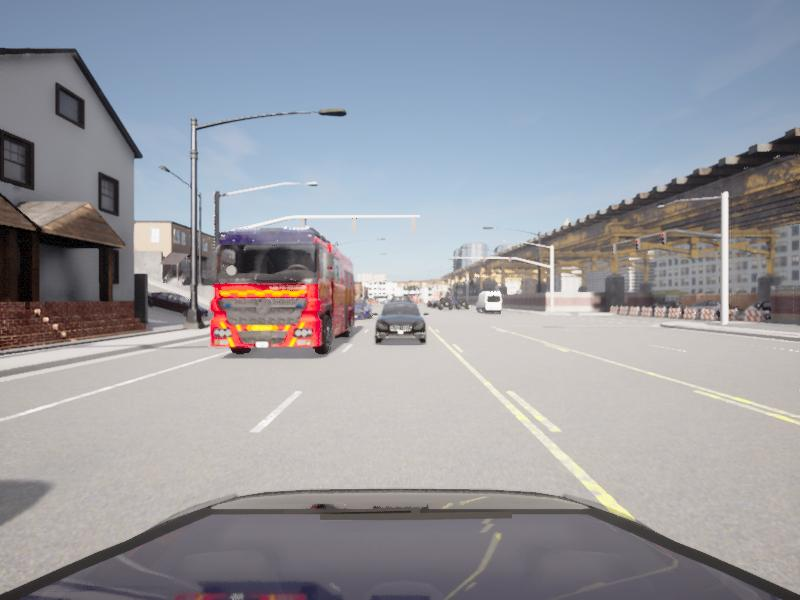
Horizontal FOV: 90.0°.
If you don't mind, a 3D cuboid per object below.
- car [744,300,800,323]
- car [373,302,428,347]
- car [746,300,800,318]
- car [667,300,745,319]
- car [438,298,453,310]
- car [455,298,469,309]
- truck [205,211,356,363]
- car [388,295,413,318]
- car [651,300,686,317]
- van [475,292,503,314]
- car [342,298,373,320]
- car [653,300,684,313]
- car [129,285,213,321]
[{"bbox_3d":[27.282,0.797,29.442,2.038,1.542,4.974,0,0,29],"label":"car"},{"bbox_3d":[0.028,0.846,15.843,1.837,1.490,4.892,0,0,0],"label":"car"},{"bbox_3d":[27.307,0.639,29.487,1.853,1.218,4.536,0,0,29],"label":"car"},{"bbox_3d":[26.501,0.797,34.810,2.038,1.542,4.974,0,0,-36],"label":"car"},{"bbox_3d":[7.101,0.643,62.993,1.905,1.878,3.866,0,-1,0],"label":"car"},{"bbox_3d":[10.609,0.647,68.735,1.905,1.878,3.866,0,0,0],"label":"car"},{"bbox_3d":[-3.482,-0.319,14.345,2.891,3.827,8.468,0,0,0],"label":"truck"},{"bbox_3d":[0.059,0.572,37.774,2.150,2.045,5.566,0,0,0],"label":"car"},{"bbox_3d":[26.497,0.797,39.418,2.038,1.542,4.974,0,0,44],"label":"car"},{"bbox_3d":[10.579,0.323,48.022,1.988,2.561,5.915,0,0,0],"label":"van"},{"bbox_3d":[-3.447,0.700,33.460,2.097,1.767,4.553,0,0,0],"label":"car"},{"bbox_3d":[26.532,0.639,39.455,1.853,1.218,4.536,0,0,44],"label":"car"},{"bbox_3d":[-18.203,0.220,32.045,5.357,1.411,2.033,15,0,-2],"label":"car"}]
